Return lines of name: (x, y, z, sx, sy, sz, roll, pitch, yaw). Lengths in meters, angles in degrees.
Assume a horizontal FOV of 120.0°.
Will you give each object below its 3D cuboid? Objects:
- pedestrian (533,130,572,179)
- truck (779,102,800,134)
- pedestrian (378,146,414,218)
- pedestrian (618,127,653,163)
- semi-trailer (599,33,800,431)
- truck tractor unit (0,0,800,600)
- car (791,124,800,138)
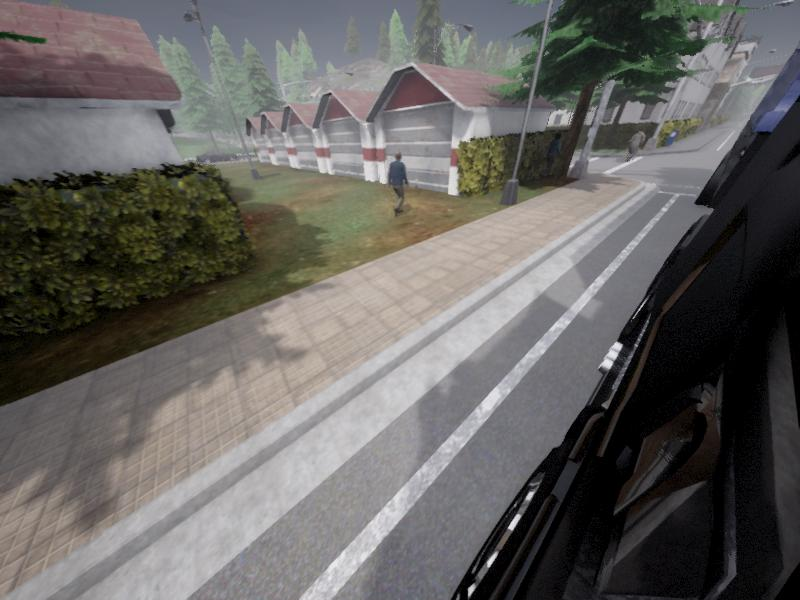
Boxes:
pedestrian: (7.126, -6.807, 10.874, 0.751, 1.860, 0.751, -20, 39, -21)
truck: (47.601, -21.486, 26.320, 8.468, 3.827, 2.891, -28, 43, -30)
pedestrian: (-0.068, -3.661, 7.211, 0.751, 1.860, 0.751, 17, 41, 25)
pedestrian: (15.187, -10.007, 14.935, 0.751, 1.860, 0.751, -21, 39, -23)
semi-trailer: (8.655, -3.633, 4.271, 14.254, 4.402, 2.717, -28, 43, -30)
truck tractor unit: (2.645, -0.295, 0.351, 6.516, 4.208, 3.053, -28, 44, -30)
car: (40.844, -16.928, 22.524, 4.974, 1.542, 2.038, -28, 43, -30)
